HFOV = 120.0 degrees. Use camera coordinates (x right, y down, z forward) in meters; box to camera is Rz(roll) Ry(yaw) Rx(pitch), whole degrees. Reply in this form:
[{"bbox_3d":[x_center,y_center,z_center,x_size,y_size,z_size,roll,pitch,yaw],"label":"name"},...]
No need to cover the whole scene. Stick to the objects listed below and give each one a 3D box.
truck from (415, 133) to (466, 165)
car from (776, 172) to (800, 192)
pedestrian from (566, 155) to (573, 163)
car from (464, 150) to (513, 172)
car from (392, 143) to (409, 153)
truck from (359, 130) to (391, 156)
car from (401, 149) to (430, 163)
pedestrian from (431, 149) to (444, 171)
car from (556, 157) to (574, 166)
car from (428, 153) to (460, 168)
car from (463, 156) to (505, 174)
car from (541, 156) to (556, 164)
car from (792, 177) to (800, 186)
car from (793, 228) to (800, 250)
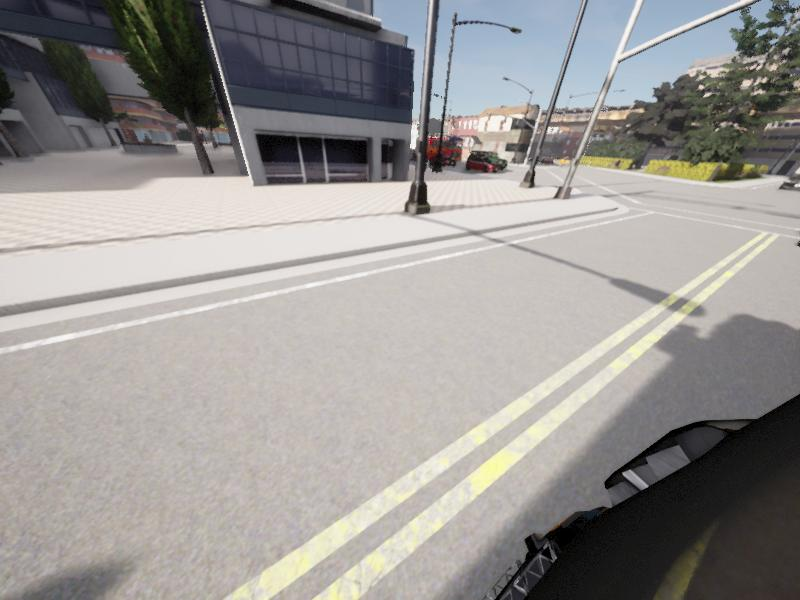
[{"bbox_3d":[6.055,-23.990,36.555,2.891,3.827,8.468,-16,39,-26],"label":"truck"},{"bbox_3d":[43.487,-12.708,24.881,5.027,1.651,2.152,-16,38,-26],"label":"car"},{"bbox_3d":[47.422,-39.366,64.561,0.751,1.860,0.751,11,35,12],"label":"pedestrian"},{"bbox_3d":[11.245,-18.016,29.817,2.150,2.045,5.566,-16,39,-26],"label":"car"},{"bbox_3d":[0.017,-37.041,56.426,2.097,1.767,4.553,-16,39,-26],"label":"car"},{"bbox_3d":[-5.182,-31.381,46.034,2.891,3.827,8.468,-16,40,-26],"label":"truck"},{"bbox_3d":[2.390,-22.649,36.306,2.038,1.542,4.974,-16,38,-26],"label":"car"},{"bbox_3d":[3.871,-14.558,23.993,0.751,1.860,0.751,27,40,31],"label":"pedestrian"},{"bbox_3d":[40.591,-34.361,57.101,1.801,1.575,5.366,10,34,10],"label":"car"},{"bbox_3d":[5.908,-19.059,31.538,1.994,1.385,4.181,-16,38,-25],"label":"car"},{"bbox_3d":[9.525,-15.568,26.560,1.816,1.474,4.193,-16,38,-26],"label":"car"},{"bbox_3d":[37.345,-35.257,58.281,1.970,1.475,3.806,10,34,11],"label":"car"},{"bbox_3d":[55.813,-16.172,31.158,4.792,1.488,2.163,-16,38,-26],"label":"car"},{"bbox_3d":[15.030,-2.385,7.172,4.611,1.667,2.242,-17,39,-28],"label":"car"}]
